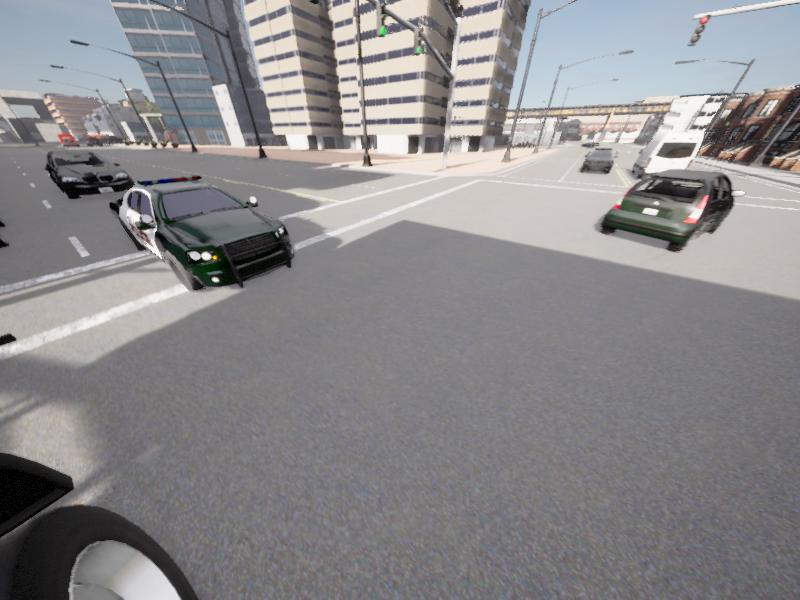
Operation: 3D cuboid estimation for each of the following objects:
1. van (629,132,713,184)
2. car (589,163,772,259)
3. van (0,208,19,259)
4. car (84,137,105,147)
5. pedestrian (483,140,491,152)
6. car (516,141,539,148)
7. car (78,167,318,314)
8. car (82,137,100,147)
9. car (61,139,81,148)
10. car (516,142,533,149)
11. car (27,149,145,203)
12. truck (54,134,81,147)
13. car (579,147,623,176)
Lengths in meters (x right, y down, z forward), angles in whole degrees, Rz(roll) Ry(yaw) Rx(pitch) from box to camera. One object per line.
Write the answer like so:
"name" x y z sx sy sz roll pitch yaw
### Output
"van" 17.947 -9.818 15.787 1.988 2.561 5.915 22 41 28
"car" 7.584 -2.641 6.326 3.988 1.617 1.851 -19 40 -25
"van" -11.007 -2.155 5.135 4.442 1.987 1.775 22 41 28
"car" -69.104 -35.680 52.211 3.866 1.878 1.905 25 42 31
"pedestrian" 15.822 -27.940 41.926 0.751 1.860 0.751 -26 43 -32
"car" 36.214 -44.335 65.866 5.238 1.638 1.930 20 40 27
"car" -4.370 -1.728 4.986 4.974 1.542 2.038 22 41 28
"car" -74.807 -38.383 55.986 4.605 1.855 1.932 27 43 33
"car" -71.683 -34.153 50.315 3.988 1.617 1.851 25 42 31
"car" 34.229 -42.579 63.575 3.806 1.475 1.970 20 40 27
"car" -14.511 -5.919 10.714 4.611 1.667 2.242 22 41 28
"truck" -77.657 -37.410 54.084 5.204 2.467 2.627 28 44 32
"car" 16.068 -11.278 18.617 1.930 1.638 5.238 22 41 28
